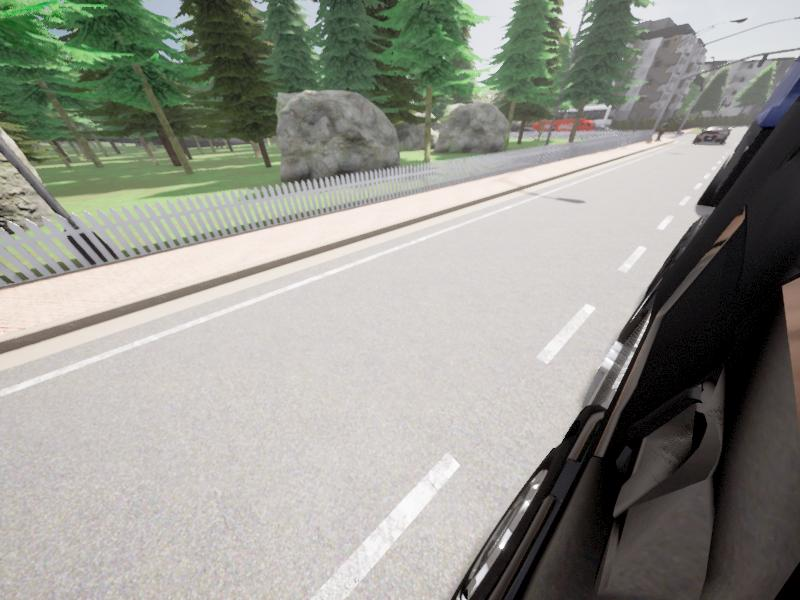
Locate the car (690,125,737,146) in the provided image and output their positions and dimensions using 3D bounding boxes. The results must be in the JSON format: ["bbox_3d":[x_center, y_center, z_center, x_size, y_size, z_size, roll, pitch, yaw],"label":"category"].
[{"bbox_3d":[29.799,-15.664,21.959,4.181,1.385,1.994,-27,43,-29],"label":"car"}]

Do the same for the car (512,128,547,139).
[{"bbox_3d":[23.198,-30.058,41.619,1.837,1.490,4.892,-26,43,-28],"label":"car"}]

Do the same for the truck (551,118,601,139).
[{"bbox_3d":[27.688,-27.103,36.572,2.627,2.467,5.204,-26,43,-28],"label":"truck"}]

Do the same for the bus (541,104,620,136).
[{"bbox_3d":[33.446,-33.612,43.537,3.944,4.253,10.273,-26,43,-28],"label":"bus"}]

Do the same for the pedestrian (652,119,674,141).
[{"bbox_3d":[28.425,-18.368,24.974,0.751,1.860,0.751,-27,43,-29],"label":"pedestrian"}]

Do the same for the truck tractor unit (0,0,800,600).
[{"bbox_3d":[2.645,-0.295,0.351,6.516,4.208,3.053,-28,44,-30],"label":"truck tractor unit"}]

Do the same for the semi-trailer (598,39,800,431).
[{"bbox_3d":[8.713,-3.574,4.243,14.254,4.402,2.717,-28,43,-30],"label":"semi-trailer"}]

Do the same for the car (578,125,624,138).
[{"bbox_3d":[31.973,-26.949,36.936,2.128,1.511,4.902,-26,43,-28],"label":"car"}]
